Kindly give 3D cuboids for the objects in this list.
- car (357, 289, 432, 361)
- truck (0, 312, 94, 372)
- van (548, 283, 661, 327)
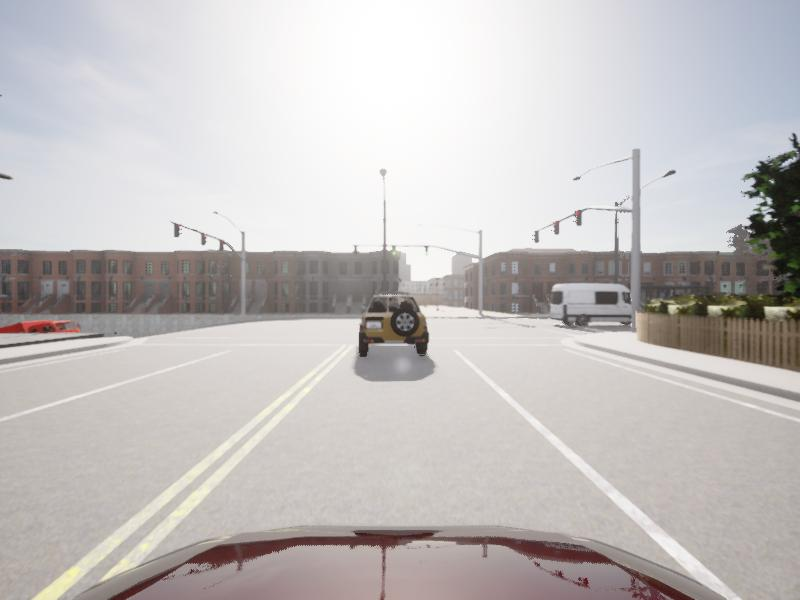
[{"bbox_3d":[-0.314,0.646,12.590,1.932,1.855,4.605,0,0,-5],"label":"car"},{"bbox_3d":[-22.147,2.609,23.954,5.204,2.467,2.627,-14,1,0],"label":"truck"},{"bbox_3d":[12.307,0.310,24.285,5.915,2.561,1.988,0,0,-3],"label":"van"}]
